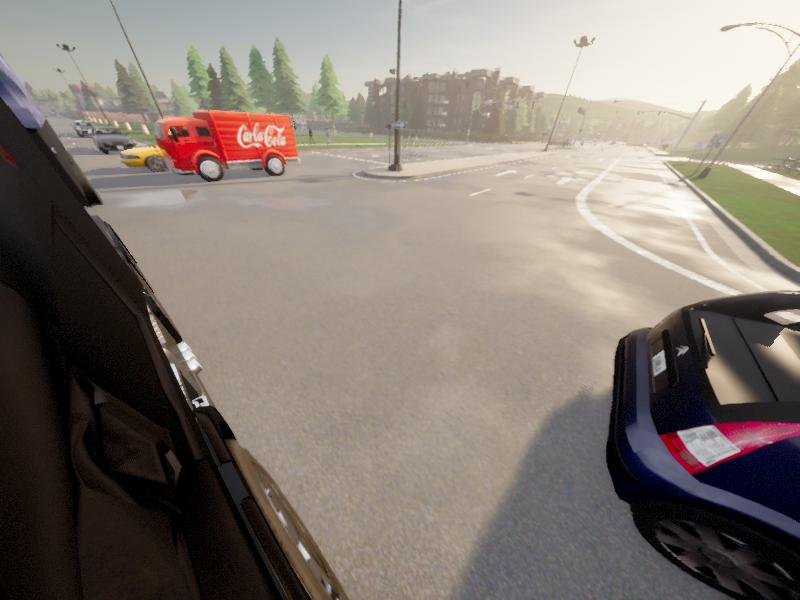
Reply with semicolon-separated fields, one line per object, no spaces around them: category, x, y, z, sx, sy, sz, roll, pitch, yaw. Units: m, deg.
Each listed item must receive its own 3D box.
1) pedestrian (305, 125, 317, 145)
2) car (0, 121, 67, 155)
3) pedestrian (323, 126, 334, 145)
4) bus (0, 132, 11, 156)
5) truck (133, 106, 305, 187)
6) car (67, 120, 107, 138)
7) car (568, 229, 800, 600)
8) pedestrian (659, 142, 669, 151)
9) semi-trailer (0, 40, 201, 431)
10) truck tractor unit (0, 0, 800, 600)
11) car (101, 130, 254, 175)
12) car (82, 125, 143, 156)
pedestrian;-10.687;-19.748;27.648;0.751;1.860;0.751;28;43;30
car;-24.021;-10.568;15.013;4.902;1.511;2.128;28;43;30
pedestrian;-8.949;-20.542;28.831;0.751;1.860;0.751;32;46;33
bus;-26.424;-10.335;12.249;10.273;4.253;3.944;28;43;30
truck;-7.770;-7.171;10.710;2.627;2.467;5.204;29;44;30
car;-34.423;-18.813;25.431;3.806;1.475;1.970;28;43;30
car;3.407;1.274;0.839;3.988;1.617;1.851;28;43;30
pedestrian;65.795;-38.243;57.574;0.751;1.860;0.751;28;43;30
semi-trailer;-8.700;-3.601;4.231;14.254;4.402;2.717;28;43;30
truck tractor unit;-2.645;-0.295;0.351;6.516;4.208;3.053;28;44;30
car;-11.101;-7.817;12.114;1.801;1.575;5.366;28;44;30
car;-20.084;-11.180;16.127;4.193;1.474;1.816;28;43;30
